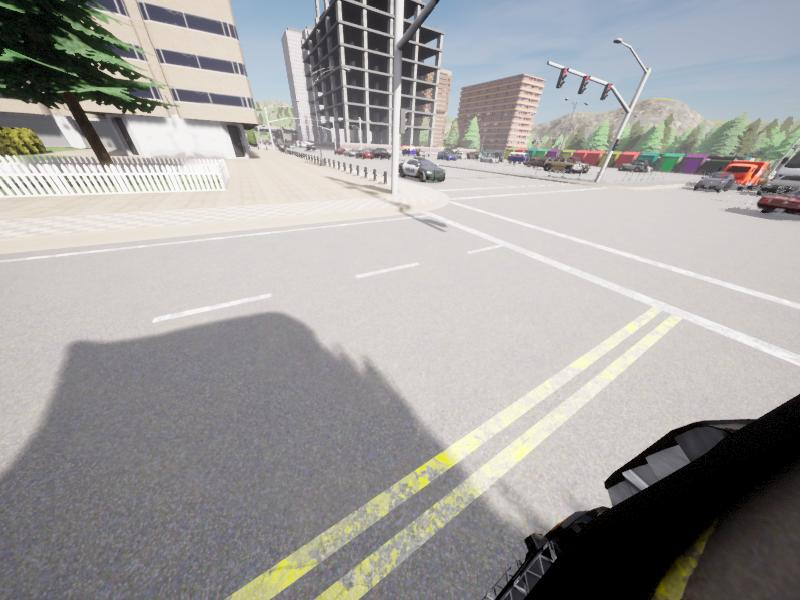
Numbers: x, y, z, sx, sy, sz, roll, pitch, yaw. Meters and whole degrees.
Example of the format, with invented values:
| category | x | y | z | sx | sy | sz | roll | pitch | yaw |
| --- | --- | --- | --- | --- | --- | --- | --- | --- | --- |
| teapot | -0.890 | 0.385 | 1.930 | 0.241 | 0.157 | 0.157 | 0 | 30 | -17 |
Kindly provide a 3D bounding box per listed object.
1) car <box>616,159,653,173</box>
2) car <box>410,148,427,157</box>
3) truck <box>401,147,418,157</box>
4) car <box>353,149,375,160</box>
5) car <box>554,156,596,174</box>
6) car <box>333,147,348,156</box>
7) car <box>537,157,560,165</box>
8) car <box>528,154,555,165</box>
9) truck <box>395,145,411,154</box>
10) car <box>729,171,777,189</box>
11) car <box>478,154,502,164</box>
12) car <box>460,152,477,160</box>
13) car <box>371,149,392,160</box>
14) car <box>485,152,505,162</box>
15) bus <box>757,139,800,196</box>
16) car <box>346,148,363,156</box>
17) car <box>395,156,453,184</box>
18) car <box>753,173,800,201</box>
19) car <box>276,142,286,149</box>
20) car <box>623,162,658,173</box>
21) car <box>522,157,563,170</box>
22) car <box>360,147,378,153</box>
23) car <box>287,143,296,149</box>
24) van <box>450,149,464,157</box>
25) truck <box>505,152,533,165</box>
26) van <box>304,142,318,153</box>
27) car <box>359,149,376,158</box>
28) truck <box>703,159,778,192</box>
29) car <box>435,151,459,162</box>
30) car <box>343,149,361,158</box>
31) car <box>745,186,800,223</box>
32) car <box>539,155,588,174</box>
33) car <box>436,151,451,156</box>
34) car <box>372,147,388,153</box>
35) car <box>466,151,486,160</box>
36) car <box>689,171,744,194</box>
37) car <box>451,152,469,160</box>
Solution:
| category | x | y | z | sx | sy | sz | roll | pitch | yaw |
| --- | --- | --- | --- | --- | --- | --- | --- | --- | --- |
| car | 41.178 | -23.619 | 40.689 | 1.905 | 1.878 | 3.866 | -16 | 38 | -26 |
| car | 4.721 | -38.178 | 59.800 | 1.932 | 1.855 | 4.605 | -16 | 38 | -26 |
| truck | 2.253 | -37.511 | 58.436 | 2.069 | 2.038 | 4.478 | -16 | 38 | -26 |
| car | -6.503 | -26.334 | 41.750 | 2.163 | 1.488 | 4.792 | -16 | 38 | -26 |
| car | 24.204 | -18.786 | 32.109 | 1.905 | 1.878 | 3.866 | -16 | 38 | -26 |
| car | -13.198 | -32.939 | 51.212 | 1.812 | 1.442 | 4.674 | -16 | 38 | -26 |
| car | 34.959 | -32.831 | 54.455 | 1.784 | 1.438 | 3.905 | -16 | 38 | -26 |
| car | 32.428 | -32.327 | 53.122 | 1.932 | 1.855 | 4.605 | -16 | 38 | -26 |
| truck | 1.134 | -53.833 | 82.735 | 5.204 | 2.467 | 2.627 | -16 | 38 | -26 |
| car | 40.605 | -13.888 | 26.542 | 5.366 | 1.575 | 1.801 | -15 | 37 | -25 |
| car | 17.831 | -27.935 | 45.826 | 1.970 | 1.475 | 3.806 | -16 | 38 | -26 |
| car | 17.808 | -37.595 | 60.310 | 1.784 | 1.438 | 3.905 | -16 | 38 | -26 |
| car | -3.570 | -27.316 | 43.402 | 1.882 | 1.535 | 5.008 | -16 | 38 | -26 |
| car | 22.154 | -33.450 | 54.028 | 1.905 | 1.878 | 3.866 | -16 | 38 | -26 |
| bus | 41.128 | -12.843 | 22.593 | 10.273 | 4.253 | 3.944 | -15 | 37 | -25 |
| car | -10.462 | -34.075 | 53.178 | 2.033 | 1.411 | 5.357 | -16 | 38 | -26 |
| car | 1.726 | -10.475 | 18.461 | 2.038 | 1.542 | 4.974 | -15 | 38 | -25 |
| car | 32.372 | -9.507 | 19.277 | 5.027 | 1.651 | 2.152 | -16 | 38 | -26 |
| car | -39.396 | -51.247 | 76.577 | 2.033 | 1.649 | 4.856 | -16 | 38 | -26 |
| car | 43.680 | -24.125 | 42.076 | 1.970 | 1.475 | 3.806 | -16 | 38 | -26 |
| car | 23.336 | -22.461 | 37.996 | 2.033 | 1.415 | 5.357 | -16 | 38 | -26 |
| car | -10.338 | -50.123 | 77.153 | 5.357 | 1.411 | 2.033 | -16 | 38 | -26 |
| car | -37.252 | -52.930 | 79.380 | 1.851 | 1.617 | 3.988 | -16 | 38 | -26 |
| van | 20.390 | -52.478 | 82.573 | 4.480 | 2.038 | 2.069 | -16 | 38 | -26 |
| truck | 25.345 | -30.361 | 49.447 | 2.069 | 2.038 | 4.478 | -16 | 38 | -26 |
| van | -22.362 | -38.416 | 58.218 | 2.069 | 2.038 | 4.480 | -16 | 38 | -26 |
| car | -6.824 | -30.490 | 48.015 | 1.812 | 1.442 | 4.674 | -16 | 38 | -26 |
| truck | 34.087 | -12.522 | 23.180 | 5.204 | 2.467 | 2.627 | -15 | 38 | -25 |
| car | 9.755 | -29.815 | 47.905 | 2.242 | 1.667 | 4.611 | -16 | 38 | -26 |
| car | -9.701 | -29.420 | 46.316 | 1.895 | 1.301 | 4.718 | -16 | 38 | -26 |
| car | 21.022 | -4.743 | 11.528 | 4.718 | 1.301 | 1.895 | -1 | 34 | -6 |
| car | 21.671 | -18.105 | 30.885 | 1.932 | 1.855 | 4.605 | -16 | 38 | -26 |
| car | 15.901 | -53.184 | 83.825 | 4.902 | 1.511 | 2.128 | -16 | 38 | -26 |
| car | -6.628 | -49.061 | 75.592 | 4.892 | 1.490 | 1.837 | -16 | 38 | -26 |
| car | 20.115 | -38.454 | 61.399 | 1.932 | 1.855 | 4.605 | -16 | 38 | -26 |
| car | 28.131 | -10.515 | 20.552 | 3.633 | 1.501 | 1.845 | -15 | 38 | -25 |
| car | 15.299 | -36.859 | 59.066 | 1.970 | 1.475 | 3.806 | -16 | 38 | -26 |
